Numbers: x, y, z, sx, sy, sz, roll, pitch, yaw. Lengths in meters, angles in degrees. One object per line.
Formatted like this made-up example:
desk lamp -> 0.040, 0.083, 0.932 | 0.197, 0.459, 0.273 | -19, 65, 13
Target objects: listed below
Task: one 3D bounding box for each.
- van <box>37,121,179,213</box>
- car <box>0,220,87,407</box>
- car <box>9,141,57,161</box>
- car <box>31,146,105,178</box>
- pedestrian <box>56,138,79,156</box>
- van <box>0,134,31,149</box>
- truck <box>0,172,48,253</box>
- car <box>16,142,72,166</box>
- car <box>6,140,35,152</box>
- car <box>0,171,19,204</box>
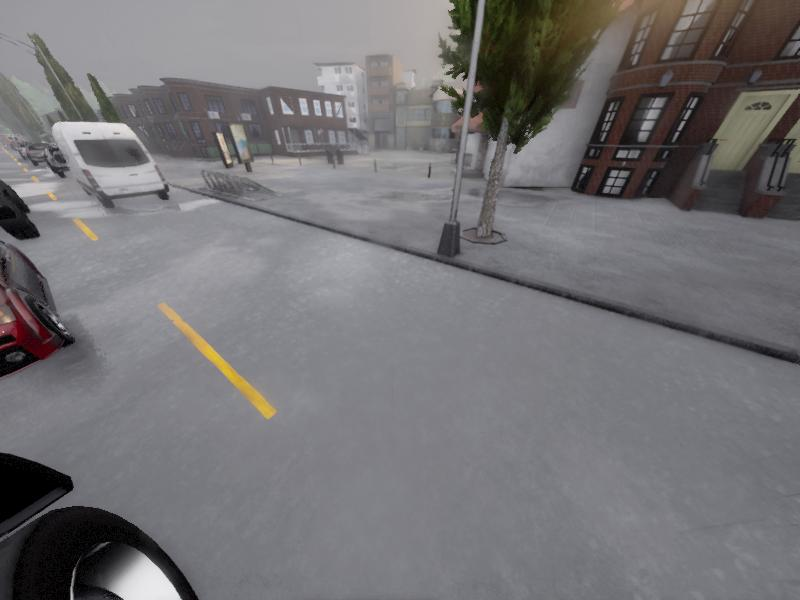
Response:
van -> -12.012, -5.562, 9.497 | 5.915, 2.561, 1.988 | 22, 41, 29
car -> -5.974, 0.025, 2.651 | 4.181, 1.385, 1.994 | 21, 40, 28
car -> -41.250, -16.832, 26.024 | 4.611, 1.667, 2.242 | 23, 41, 29
car -> -22.839, -9.580, 15.906 | 4.856, 1.649, 2.033 | 21, 40, 29
pedestrian -> -42.540, -19.611, 29.570 | 0.751, 1.860, 0.751 | 11, 37, 15
van -> -79.503, -32.778, 47.690 | 6.366, 2.431, 2.351 | 22, 41, 28
truck -> -12.219, -2.786, 5.947 | 6.274, 2.098, 2.390 | 22, 41, 28
car -> -34.220, -14.101, 22.205 | 4.611, 1.667, 2.242 | 23, 41, 29
car -> -70.650, -28.759, 43.008 | 5.027, 1.651, 2.152 | 22, 41, 28
car -> -18.416, -5.022, 9.582 | 4.902, 1.511, 2.128 | 22, 41, 28
